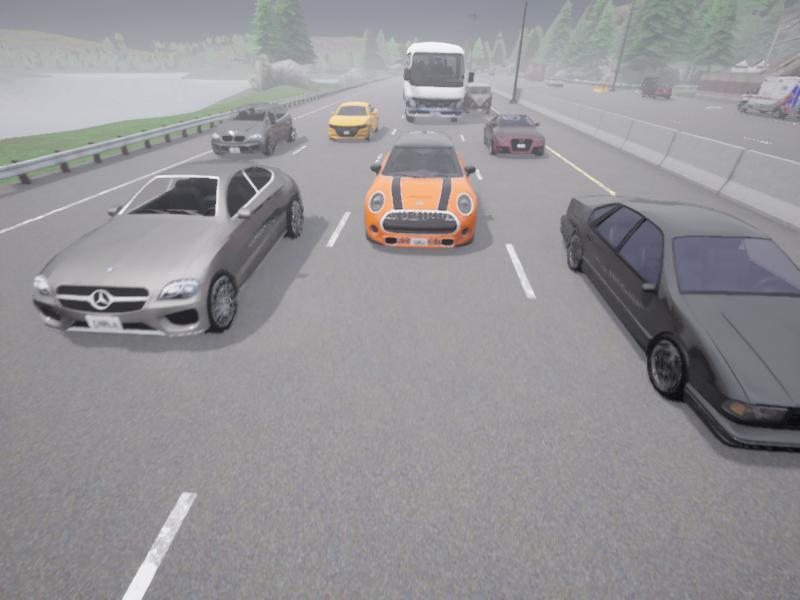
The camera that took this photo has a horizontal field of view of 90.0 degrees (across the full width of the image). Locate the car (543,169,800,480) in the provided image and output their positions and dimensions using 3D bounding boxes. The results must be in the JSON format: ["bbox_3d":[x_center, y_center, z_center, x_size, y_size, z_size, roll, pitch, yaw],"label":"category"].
[{"bbox_3d":[3.740,-0.418,5.354,2.033,1.411,5.357,2,30,3],"label":"car"}]

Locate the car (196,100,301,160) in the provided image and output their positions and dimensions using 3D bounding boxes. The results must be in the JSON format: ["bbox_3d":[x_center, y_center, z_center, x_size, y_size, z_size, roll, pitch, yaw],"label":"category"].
[{"bbox_3d":[-5.919,-7.085,16.418,2.242,1.667,4.611,2,30,3],"label":"car"}]

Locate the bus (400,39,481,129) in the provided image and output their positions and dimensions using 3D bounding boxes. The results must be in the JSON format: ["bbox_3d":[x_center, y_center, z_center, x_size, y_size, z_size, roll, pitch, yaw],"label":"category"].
[{"bbox_3d":[2.135,-14.371,26.363,3.944,4.253,10.273,1,31,-2],"label":"bus"}]

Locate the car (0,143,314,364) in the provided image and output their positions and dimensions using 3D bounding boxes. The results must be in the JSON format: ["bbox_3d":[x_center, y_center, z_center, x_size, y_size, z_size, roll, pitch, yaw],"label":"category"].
[{"bbox_3d":[-3.183,-1.259,6.526,2.152,1.651,5.027,2,30,3],"label":"car"}]

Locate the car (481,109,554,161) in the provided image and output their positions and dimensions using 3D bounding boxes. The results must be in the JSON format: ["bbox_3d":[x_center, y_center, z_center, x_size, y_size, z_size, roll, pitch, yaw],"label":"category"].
[{"bbox_3d":[4.588,-6.817,16.320,1.994,1.385,4.181,2,30,3],"label":"car"}]

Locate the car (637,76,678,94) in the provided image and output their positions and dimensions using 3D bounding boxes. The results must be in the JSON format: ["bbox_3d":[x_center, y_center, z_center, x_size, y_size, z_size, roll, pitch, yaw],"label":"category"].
[{"bbox_3d":[34.170,-28.647,53.214,3.866,1.878,1.905,-6,30,-7],"label":"car"}]

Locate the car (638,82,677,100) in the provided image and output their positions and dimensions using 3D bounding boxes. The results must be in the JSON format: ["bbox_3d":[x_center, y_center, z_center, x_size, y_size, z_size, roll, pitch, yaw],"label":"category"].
[{"bbox_3d":[27.761,-22.627,43.289,1.789,1.549,3.705,2,30,3],"label":"car"}]

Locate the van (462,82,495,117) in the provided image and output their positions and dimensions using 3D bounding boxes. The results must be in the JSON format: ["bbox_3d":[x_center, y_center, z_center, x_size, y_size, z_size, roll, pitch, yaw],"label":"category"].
[{"bbox_3d":[5.611,-14.675,29.146,1.775,1.987,4.442,2,30,3],"label":"van"}]

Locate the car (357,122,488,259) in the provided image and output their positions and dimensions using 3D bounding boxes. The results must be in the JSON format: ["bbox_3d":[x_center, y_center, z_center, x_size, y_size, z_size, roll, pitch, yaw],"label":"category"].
[{"bbox_3d":[0.499,-2.685,8.812,2.097,1.767,4.553,2,30,3],"label":"car"}]

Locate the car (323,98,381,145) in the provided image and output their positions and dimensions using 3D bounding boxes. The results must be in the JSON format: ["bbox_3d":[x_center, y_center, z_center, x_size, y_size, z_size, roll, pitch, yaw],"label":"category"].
[{"bbox_3d":[-2.171,-8.815,19.529,1.882,1.535,5.008,2,30,3],"label":"car"}]

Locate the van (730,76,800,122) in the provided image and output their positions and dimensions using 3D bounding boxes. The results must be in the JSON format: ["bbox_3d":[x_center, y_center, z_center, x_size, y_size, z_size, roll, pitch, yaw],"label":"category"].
[{"bbox_3d":[26.546,-13.970,27.624,2.351,2.431,6.366,2,30,3],"label":"van"}]
